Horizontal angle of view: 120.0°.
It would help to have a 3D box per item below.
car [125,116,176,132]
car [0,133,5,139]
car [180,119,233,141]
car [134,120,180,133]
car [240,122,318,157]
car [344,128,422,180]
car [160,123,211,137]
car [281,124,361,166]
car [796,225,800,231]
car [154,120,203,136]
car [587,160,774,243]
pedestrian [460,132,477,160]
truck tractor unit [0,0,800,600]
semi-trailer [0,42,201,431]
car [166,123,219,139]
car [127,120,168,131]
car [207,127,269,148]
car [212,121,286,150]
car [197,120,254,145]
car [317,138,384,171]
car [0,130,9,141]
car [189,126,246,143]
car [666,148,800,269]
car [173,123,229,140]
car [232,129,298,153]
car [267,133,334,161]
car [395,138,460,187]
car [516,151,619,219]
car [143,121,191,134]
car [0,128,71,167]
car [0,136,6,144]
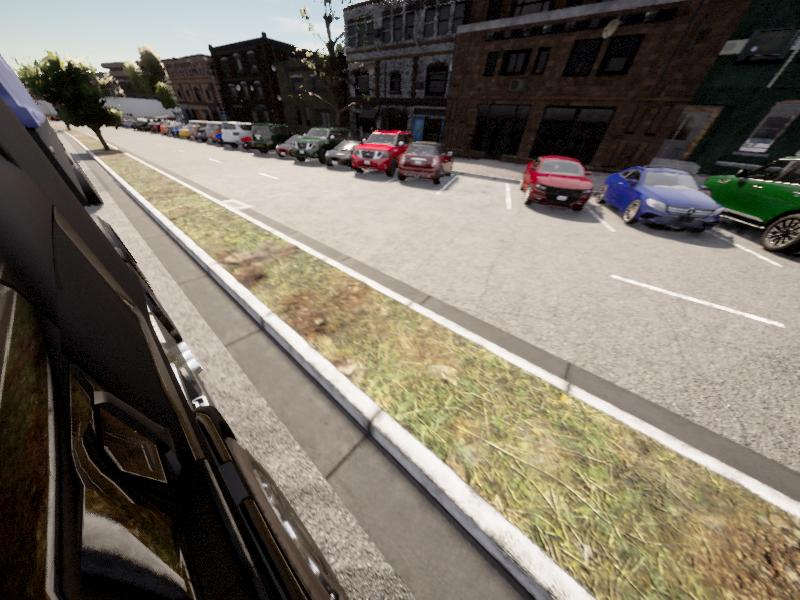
[{"bbox_3d":[-44.894,-31.797,41.828,2.435,2.045,5.566,12,37,12],"label":"car"},{"bbox_3d":[-38.236,-14.305,19.235,2.231,1.521,4.892,14,39,14],"label":"car"},{"bbox_3d":[-23.745,-20.940,28.616,1.878,1.987,4.442,14,37,14],"label":"car"},{"bbox_3d":[-42.500,-30.444,40.583,2.097,1.535,5.008,13,37,12],"label":"car"},{"bbox_3d":[-9.890,-13.700,19.715,2.435,2.045,5.566,14,37,15],"label":"car"},{"bbox_3d":[-0.701,-8.770,13.665,2.435,2.045,5.566,14,38,14],"label":"car"},{"bbox_3d":[-30.694,-24.467,33.300,2.231,1.521,4.892,13,37,14],"label":"car"},{"bbox_3d":[-5.300,-11.220,16.669,2.435,2.045,5.566,14,37,14],"label":"car"},{"bbox_3d":[13.158,-1.315,4.892,1.946,1.575,5.366,14,37,15],"label":"car"},{"bbox_3d":[-33.038,-25.772,34.693,2.185,1.767,4.553,13,37,14],"label":"car"},{"bbox_3d":[8.487,-3.630,7.817,2.002,1.452,4.674,15,38,15],"label":"car"},{"bbox_3d":[5.674,-12.833,19.236,0.751,1.860,0.751,27,43,26],"label":"pedestrian"},{"bbox_3d":[-2.645,-0.295,0.352,6.516,4.208,3.053,28,44,30],"label":"truck tractor unit"},{"bbox_3d":[-8.701,-3.590,4.242,14.254,4.402,2.717,28,44,30],"label":"semi-trailer"},{"bbox_3d":[-28.348,-23.264,31.830,2.097,1.535,5.008,14,37,14],"label":"car"},{"bbox_3d":[-47.316,-32.740,43.431,2.002,1.452,4.674,12,37,12],"label":"car"},{"bbox_3d":[-16.800,-17.151,24.341,2.097,1.535,5.008,14,37,14],"label":"car"},{"bbox_3d":[-14.487,-16.146,22.714,2.435,2.045,5.566,14,37,15],"label":"car"},{"bbox_3d":[-19.129,-18.492,25.617,1.878,1.987,4.442,14,37,14],"label":"car"},{"bbox_3d":[-3.016,-9.769,15.333,2.163,1.488,4.792,14,37,14],"label":"car"},{"bbox_3d":[-35.896,-13.212,17.901,1.946,1.575,5.366,13,39,15],"label":"car"},{"bbox_3d":[-21.404,-19.592,27.382,2.163,1.488,4.792,14,37,15],"label":"car"},{"bbox_3d":[10.803,-2.655,6.150,2.435,2.045,5.566,14,37,15],"label":"car"},{"bbox_3d":[-25.977,-22.148,30.478,1.946,1.575,5.366,14,37,14],"label":"car"},{"bbox_3d":[-12.202,-14.705,21.342,2.097,1.535,5.008,14,37,14],"label":"car"},{"bbox_3d":[-7.615,-12.217,18.334,2.163,1.488,4.792,14,38,14],"label":"car"},{"bbox_3d":[1.576,-7.443,12.235,2.185,1.767,4.553,14,37,15],"label":"car"},{"bbox_3d":[6.185,-4.898,9.315,2.097,1.535,5.008,15,38,15],"label":"car"},{"bbox_3d":[-37.750,-28.077,37.703,2.097,1.535,5.008,13,37,13],"label":"car"},{"bbox_3d":[-19.638,-8.151,12.248,4.181,1.385,1.994,28,44,30],"label":"car"},{"bbox_3d":[-33.672,-12.084,16.112,2.435,2.045,5.566,14,39,15],"label":"car"}]
